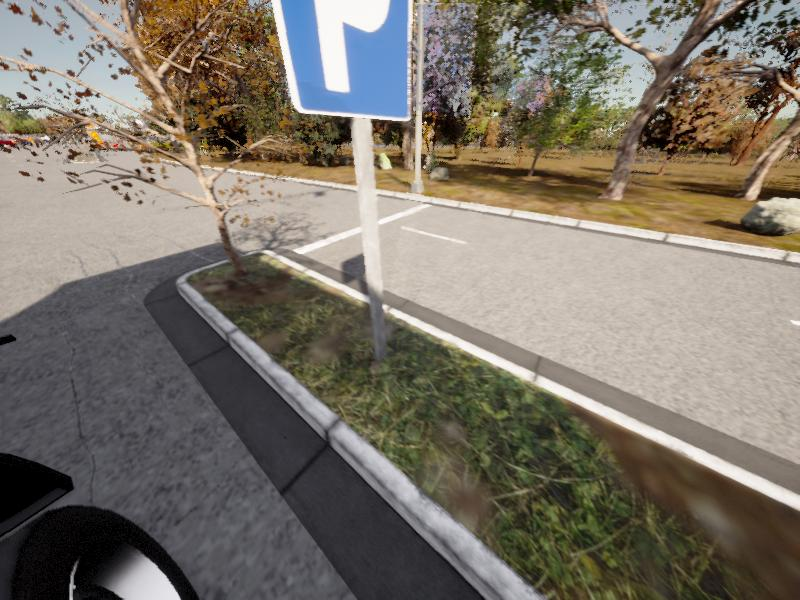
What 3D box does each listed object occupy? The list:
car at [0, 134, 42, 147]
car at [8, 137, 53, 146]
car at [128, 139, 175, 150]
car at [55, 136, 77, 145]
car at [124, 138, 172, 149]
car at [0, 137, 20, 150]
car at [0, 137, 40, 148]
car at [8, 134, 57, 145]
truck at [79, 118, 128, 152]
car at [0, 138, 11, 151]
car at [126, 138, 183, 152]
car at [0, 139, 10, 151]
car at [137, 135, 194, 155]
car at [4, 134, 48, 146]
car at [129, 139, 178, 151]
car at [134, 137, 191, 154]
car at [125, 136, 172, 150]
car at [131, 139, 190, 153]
[{"bbox_3d":[-77.332,-32.415,46.882,1.878,1.987,4.442,16,39,22],"label":"car"},{"bbox_3d":[-83.543,-36.015,52.297,2.097,1.535,5.008,16,39,22],"label":"car"},{"bbox_3d":[-40.610,-25.510,37.889,2.002,1.452,4.674,14,37,19],"label":"car"},{"bbox_3d":[-82.869,-39.653,57.398,2.242,1.667,4.611,-28,44,-34],"label":"car"},{"bbox_3d":[-44.815,-28.030,41.331,1.946,1.575,5.366,15,37,19],"label":"car"},{"bbox_3d":[-64.843,-24.558,36.302,2.097,1.535,5.008,15,39,20],"label":"car"},{"bbox_3d":[-75.395,-30.793,45.005,1.946,1.575,5.366,16,39,21],"label":"car"},{"bbox_3d":[-85.598,-37.486,53.918,2.435,2.045,5.566,17,39,22],"label":"car"},{"bbox_3d":[-45.190,-25.168,35.318,8.468,3.827,2.891,29,44,34],"label":"truck"},{"bbox_3d":[-60.581,-22.067,32.825,2.097,1.535,5.008,14,39,20],"label":"car"},{"bbox_3d":[-36.342,-23.093,34.444,1.946,1.575,5.366,14,37,18],"label":"car"},{"bbox_3d":[-58.414,-21.057,30.982,2.435,2.045,5.566,14,38,20],"label":"car"},{"bbox_3d":[-29.730,-19.832,29.524,1.878,1.987,4.442,14,37,17],"label":"car"},{"bbox_3d":[-81.444,-34.979,50.461,1.878,1.987,4.442,16,39,22],"label":"car"},{"bbox_3d":[-38.449,-24.329,36.245,2.002,1.452,4.674,14,37,19],"label":"car"},{"bbox_3d":[-31.911,-20.946,31.250,2.185,1.767,4.553,14,37,18],"label":"car"},{"bbox_3d":[-42.767,-26.821,39.431,2.185,1.767,4.553,15,37,19],"label":"car"},{"bbox_3d":[-34.022,-22.120,33.101,1.946,1.575,5.366,14,37,18],"label":"car"}]
